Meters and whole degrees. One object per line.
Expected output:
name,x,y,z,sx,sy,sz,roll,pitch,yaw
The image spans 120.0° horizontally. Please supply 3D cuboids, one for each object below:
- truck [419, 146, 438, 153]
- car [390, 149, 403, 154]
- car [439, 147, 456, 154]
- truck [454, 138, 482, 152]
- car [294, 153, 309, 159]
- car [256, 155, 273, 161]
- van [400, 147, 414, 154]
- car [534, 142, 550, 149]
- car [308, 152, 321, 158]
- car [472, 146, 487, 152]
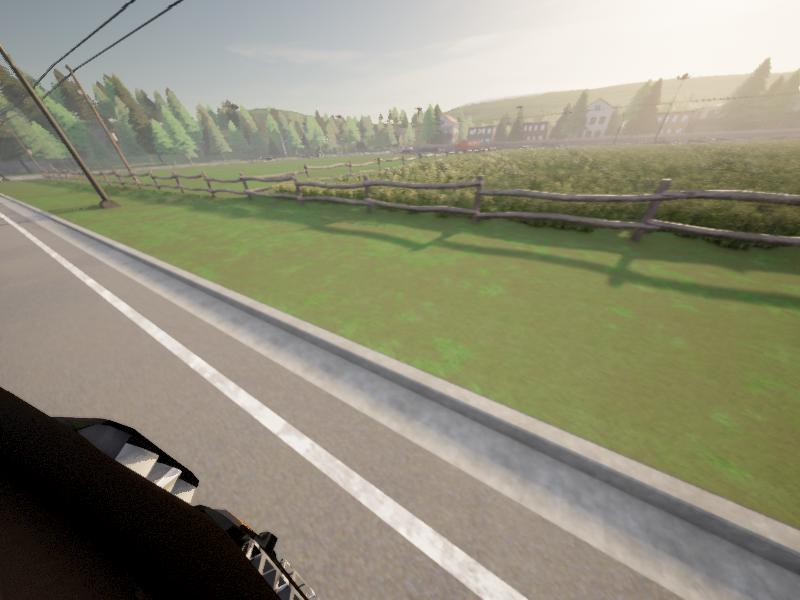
truck,10.326,-54.707,84.035,6.274,2.098,2.390,16,38,26
car,-1.490,-60.157,93.576,5.008,1.535,1.882,16,38,26
car,15.378,-48.525,74.871,4.611,1.667,2.242,16,38,26
truck,23.445,-53.831,80.266,8.468,3.827,2.891,16,38,26
car,-37.871,-55.482,89.032,2.128,1.511,4.902,17,38,26
car,-47.623,-49.914,81.217,1.837,1.490,4.892,17,38,26
van,2.622,-54.688,84.585,4.480,2.038,2.069,16,38,26
car,44.909,-48.997,73.303,3.866,1.878,1.905,16,38,26
car,-31.748,-53.986,85.975,1.905,1.878,3.866,17,38,26
car,26.114,-49.846,76.193,4.193,1.474,1.816,16,38,26
